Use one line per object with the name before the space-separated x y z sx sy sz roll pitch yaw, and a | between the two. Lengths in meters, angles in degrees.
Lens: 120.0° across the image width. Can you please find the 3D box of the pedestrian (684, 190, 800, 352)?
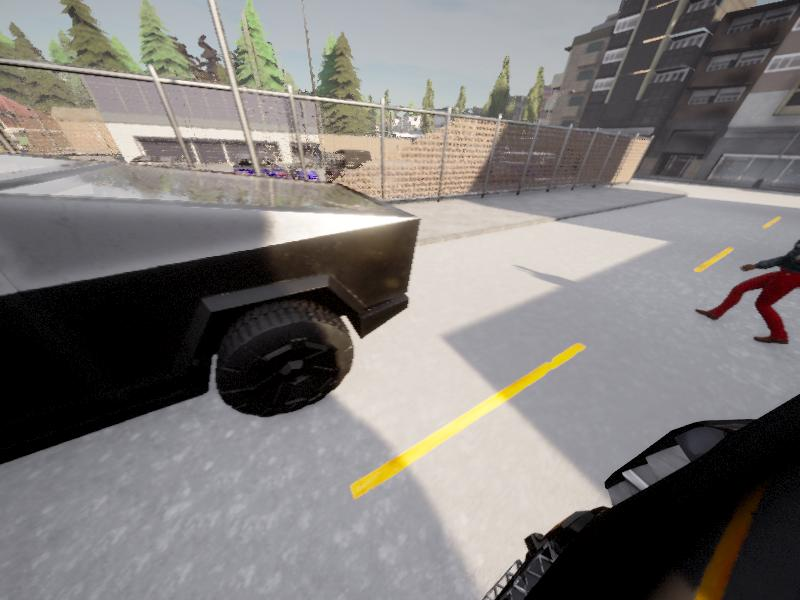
pedestrian | 5.011 -0.341 2.965 0.751 1.860 0.751 -9 35 -16

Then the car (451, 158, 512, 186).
car | 5.750 -9.114 16.363 3.705 1.547 1.789 -16 38 -26

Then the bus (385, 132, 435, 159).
bus | 2.123 -31.858 47.954 10.273 4.253 3.944 -23 42 -33

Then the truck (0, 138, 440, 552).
truck | -3.077 0.103 1.652 6.274 2.098 2.390 -16 38 -25

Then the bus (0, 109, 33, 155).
bus | -46.578 -18.235 24.649 10.273 4.253 3.944 14 36 17
